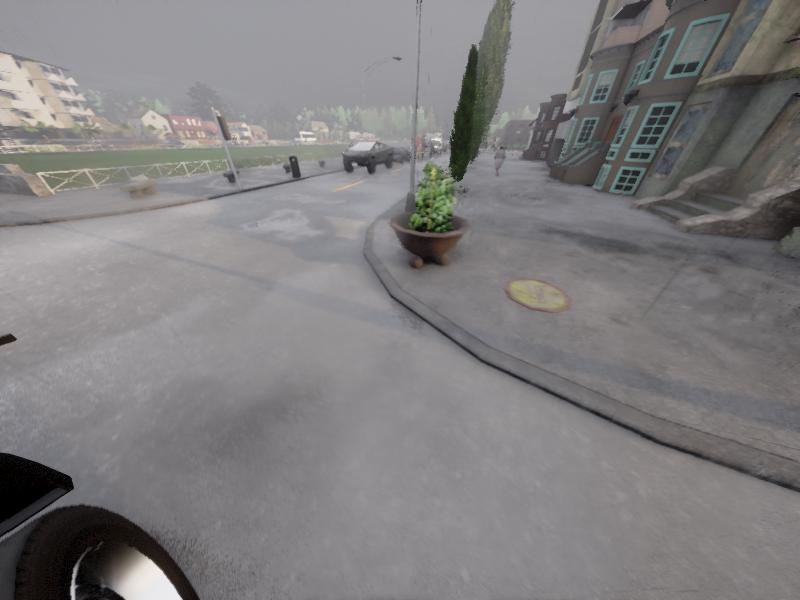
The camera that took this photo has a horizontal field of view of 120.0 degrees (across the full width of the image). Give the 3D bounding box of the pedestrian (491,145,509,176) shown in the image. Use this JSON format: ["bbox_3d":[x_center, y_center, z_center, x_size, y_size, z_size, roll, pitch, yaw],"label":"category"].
[{"bbox_3d":[7.349,-10.290,17.037,0.751,1.860,0.751,8,35,10],"label":"pedestrian"}]

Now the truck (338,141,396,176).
[{"bbox_3d":[-2.444,-12.111,19.492,2.390,2.098,6.274,11,36,14],"label":"truck"}]

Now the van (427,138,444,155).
[{"bbox_3d":[6.692,-28.886,43.339,1.988,2.561,5.915,11,36,14],"label":"van"}]

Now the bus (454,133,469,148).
[{"bbox_3d":[22.498,-58.042,83.946,3.944,4.253,10.273,11,36,14],"label":"bus"}]

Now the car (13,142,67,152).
[{"bbox_3d":[-63.196,-27.026,40.671,1.895,1.301,4.718,11,36,14],"label":"car"}]

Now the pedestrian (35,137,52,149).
[{"bbox_3d":[-67.108,-29.515,43.465,0.751,1.860,0.751,9,36,12],"label":"pedestrian"}]

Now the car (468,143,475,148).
[{"bbox_3d":[24.665,-53.412,79.840,1.970,1.475,3.806,11,36,14],"label":"car"}]

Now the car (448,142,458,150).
[{"bbox_3d":[14.902,-43.427,65.128,2.033,1.649,4.856,11,36,14],"label":"car"}]

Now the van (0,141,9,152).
[{"bbox_3d":[-65.412,-23.467,34.536,2.351,2.431,6.366,11,36,14],"label":"van"}]

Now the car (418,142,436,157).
[{"bbox_3d":[4.440,-24.522,37.614,1.932,1.855,4.605,11,36,14],"label":"car"}]

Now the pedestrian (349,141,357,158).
[{"bbox_3d":[-6.389,-20.480,31.458,0.751,1.860,0.751,10,36,14],"label":"pedestrian"}]

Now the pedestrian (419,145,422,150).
[{"bbox_3d":[4.909,-36.181,54.820,0.500,1.100,0.500,24,41,30],"label":"pedestrian"}]

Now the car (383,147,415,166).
[{"bbox_3d":[-0.012,-16.290,26.046,2.128,1.511,4.902,11,36,14],"label":"car"}]

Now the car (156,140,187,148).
[{"bbox_3d":[-56.749,-38.855,57.466,2.033,1.649,4.856,11,36,14],"label":"car"}]

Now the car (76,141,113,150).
[{"bbox_3d":[-61.044,-30.993,46.244,1.970,1.475,3.806,11,36,14],"label":"car"}]

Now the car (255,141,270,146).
[{"bbox_3d":[-47.981,-54.660,80.508,1.994,1.385,4.181,11,36,14],"label":"car"}]

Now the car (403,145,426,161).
[{"bbox_3d":[2.081,-20.116,31.512,1.801,1.575,5.366,11,36,14],"label":"car"}]
